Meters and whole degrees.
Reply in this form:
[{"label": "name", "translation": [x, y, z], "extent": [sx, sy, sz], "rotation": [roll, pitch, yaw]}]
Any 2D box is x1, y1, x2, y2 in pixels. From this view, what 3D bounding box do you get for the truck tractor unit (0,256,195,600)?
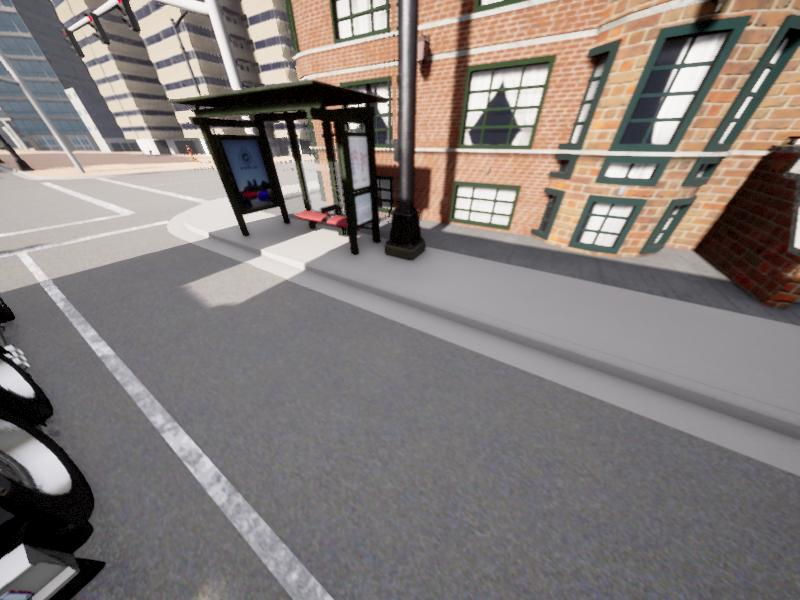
[{"label": "truck tractor unit", "translation": [-5.093, -0.319, 0.799], "extent": [6.516, 4.208, 3.053], "rotation": [19, 39, 25]}]
